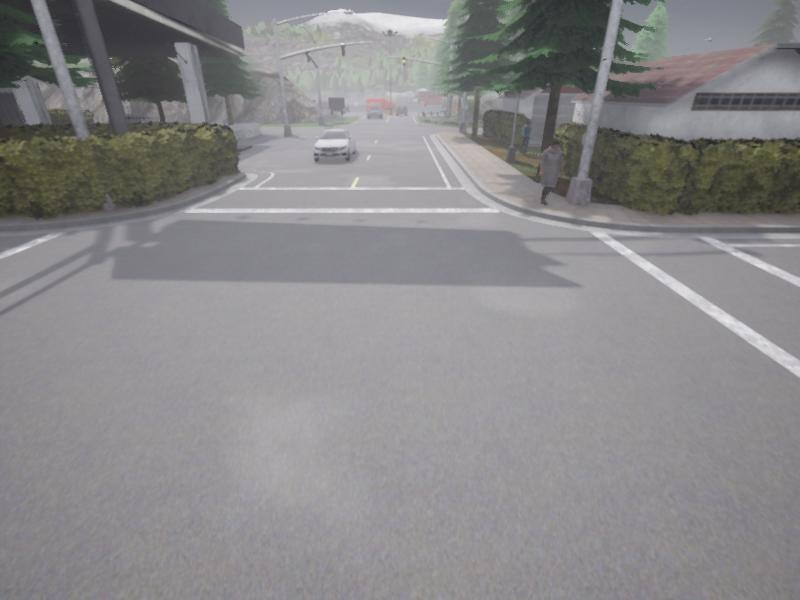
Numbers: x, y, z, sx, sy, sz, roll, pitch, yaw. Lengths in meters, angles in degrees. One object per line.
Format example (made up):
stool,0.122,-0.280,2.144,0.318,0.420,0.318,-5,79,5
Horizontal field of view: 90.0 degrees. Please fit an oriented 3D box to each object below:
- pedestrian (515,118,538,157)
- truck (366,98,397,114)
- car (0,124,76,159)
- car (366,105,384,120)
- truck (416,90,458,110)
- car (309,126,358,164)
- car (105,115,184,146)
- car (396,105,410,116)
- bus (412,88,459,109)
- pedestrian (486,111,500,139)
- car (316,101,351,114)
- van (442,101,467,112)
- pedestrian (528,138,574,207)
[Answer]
pedestrian,6.711,-8.670,21.299,0.751,1.860,0.751,0,27,0
truck,-3.204,-34.190,70.550,5.204,2.467,2.627,0,27,0
car,-22.109,-9.162,23.076,4.611,1.667,2.242,0,27,0
car,-3.350,-25.381,54.083,2.038,1.542,4.974,0,27,0
truck,7.789,-42.787,85.723,8.468,3.827,2.891,0,27,0
car,-3.465,-8.471,21.620,1.812,1.442,4.674,-1,27,1
car,-17.773,-11.908,28.031,3.866,1.878,1.905,0,27,0
car,0.467,-29.671,62.662,1.789,1.549,3.705,3,26,7
bus,8.031,-46.129,91.731,10.273,4.253,3.944,0,27,0
pedestrian,6.913,-12.989,29.731,0.751,1.860,0.751,1,27,2
car,-11.694,-34.025,70.705,5.566,2.045,2.150,0,27,0
van,10.488,-37.141,76.793,4.442,1.987,1.775,0,27,0
pedestrian,4.433,-3.763,11.849,0.751,1.860,0.751,-1,27,-1
